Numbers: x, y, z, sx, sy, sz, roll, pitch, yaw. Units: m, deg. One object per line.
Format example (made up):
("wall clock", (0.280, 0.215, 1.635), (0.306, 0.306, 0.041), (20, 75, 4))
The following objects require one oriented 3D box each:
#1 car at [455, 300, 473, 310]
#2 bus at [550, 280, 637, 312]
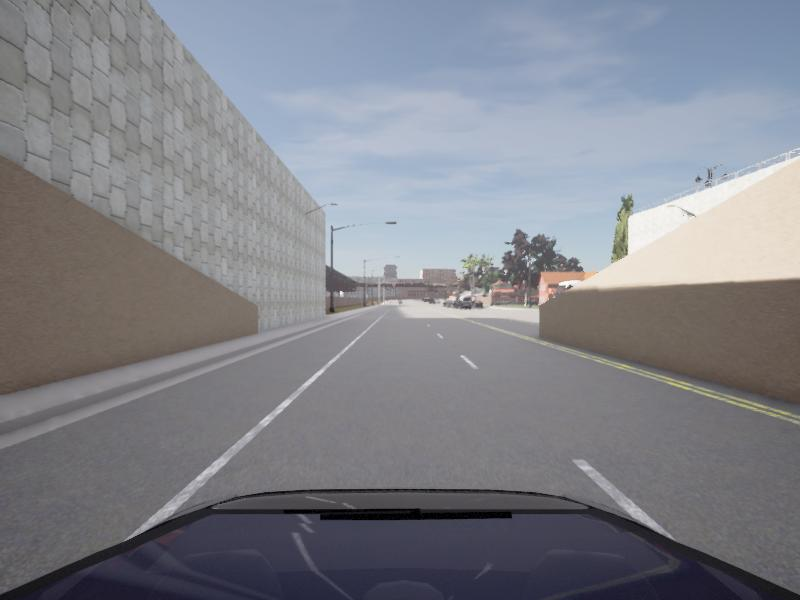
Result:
("car", (10.677, 0.827, 66.910), (2.007, 1.525, 4.514), (0, 0, -3))
("bus", (26.977, -0.535, 56.078), (10.273, 4.253, 3.944), (0, 0, -1))
